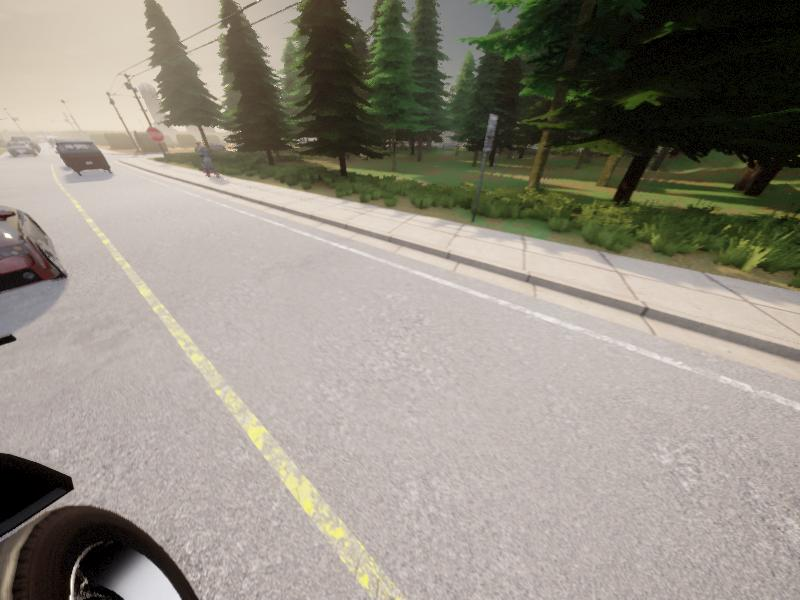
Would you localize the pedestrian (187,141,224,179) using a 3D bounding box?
[{"bbox_3d":[-11.348,-8.186,13.511,0.751,1.860,0.751,12,37,16],"label":"pedestrian"}]

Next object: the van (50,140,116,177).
[{"bbox_3d":[-22.509,-10.159,16.389,4.442,1.987,1.775,24,42,30],"label":"van"}]

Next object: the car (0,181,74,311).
[{"bbox_3d":[-8.090,-1.015,4.092,4.181,1.385,1.994,23,41,29],"label":"car"}]

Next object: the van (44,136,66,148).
[{"bbox_3d":[-77.749,-35.654,52.040,4.480,2.038,2.069,25,42,30],"label":"van"}]

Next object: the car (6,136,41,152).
[{"bbox_3d":[-60.989,-25.342,37.544,5.566,2.045,2.150,25,42,31],"label":"car"}]

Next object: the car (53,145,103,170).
[{"bbox_3d":[-27.626,-12.310,19.827,4.892,1.490,1.837,26,42,31],"label":"car"}]

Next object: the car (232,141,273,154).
[{"bbox_3d":[-24.607,-25.658,38.762,2.152,1.651,5.027,24,41,29],"label":"car"}]

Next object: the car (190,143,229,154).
[{"bbox_3d":[-30.405,-24.347,37.068,1.994,1.385,4.181,22,40,27],"label":"car"}]

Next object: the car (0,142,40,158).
[{"bbox_3d":[-47.213,-18.758,28.785,4.902,1.511,2.128,25,42,30],"label":"car"}]

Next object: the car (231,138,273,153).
[{"bbox_3d":[-26.376,-27.825,41.458,2.150,2.045,5.566,23,41,28],"label":"car"}]
